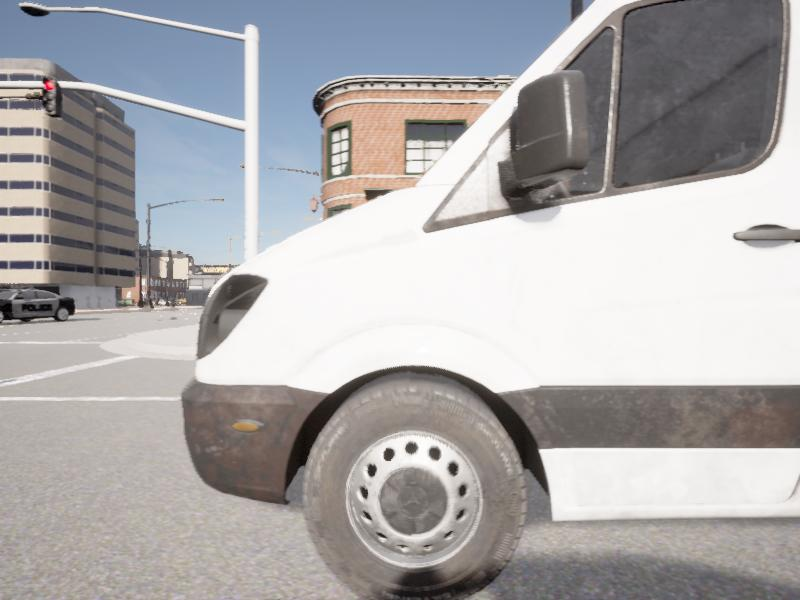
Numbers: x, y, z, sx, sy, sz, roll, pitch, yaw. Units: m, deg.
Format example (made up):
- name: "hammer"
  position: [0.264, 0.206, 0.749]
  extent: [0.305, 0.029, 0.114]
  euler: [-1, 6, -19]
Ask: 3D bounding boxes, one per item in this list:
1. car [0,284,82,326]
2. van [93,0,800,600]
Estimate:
- name: "car"
  position: [-16.691, 0.195, 17.163]
  extent: [1.930, 1.638, 5.238]
  euler: [0, 0, 0]
- name: "van"
  position: [2.002, -0.280, 2.225]
  extent: [5.915, 2.561, 1.988]
  euler: [0, 0, 1]
